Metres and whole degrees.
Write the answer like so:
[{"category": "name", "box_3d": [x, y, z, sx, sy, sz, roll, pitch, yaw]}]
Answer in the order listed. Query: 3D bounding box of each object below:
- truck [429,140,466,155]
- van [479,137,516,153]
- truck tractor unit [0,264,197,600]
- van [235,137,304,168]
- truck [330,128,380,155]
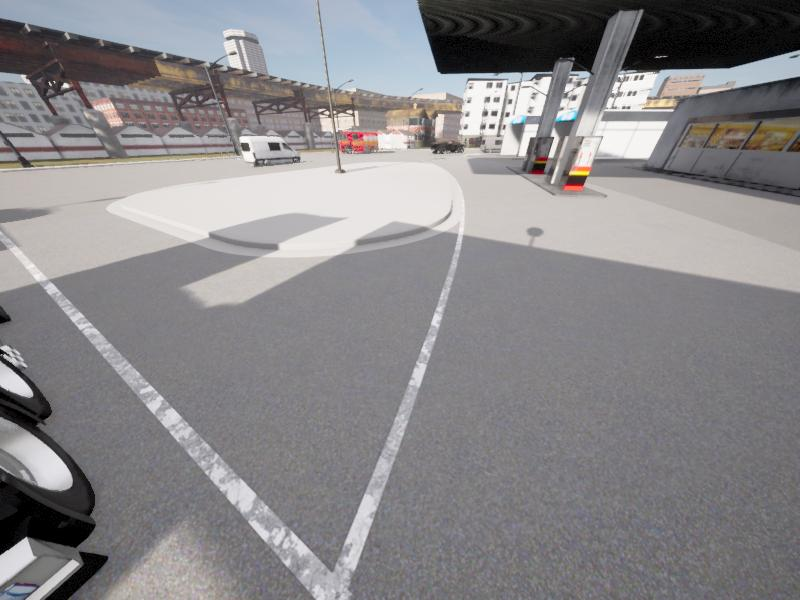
[{"category": "truck", "box_3d": [8.690, -27.860, 42.091, 6.274, 2.098, 2.390, -17, 38, -23]}, {"category": "van", "box_3d": [18.555, -29.632, 44.178, 5.915, 2.561, 1.988, -5, 35, -7]}, {"category": "truck tractor unit", "box_3d": [-5.110, -0.302, 0.779, 6.516, 4.208, 3.053, 18, 39, 24]}, {"category": "van", "box_3d": [-13.843, -16.179, 25.105, 1.988, 2.561, 5.915, 18, 39, 25]}, {"category": "truck", "box_3d": [-8.015, -28.932, 42.244, 8.468, 3.827, 2.891, -29, 44, -35]}]
